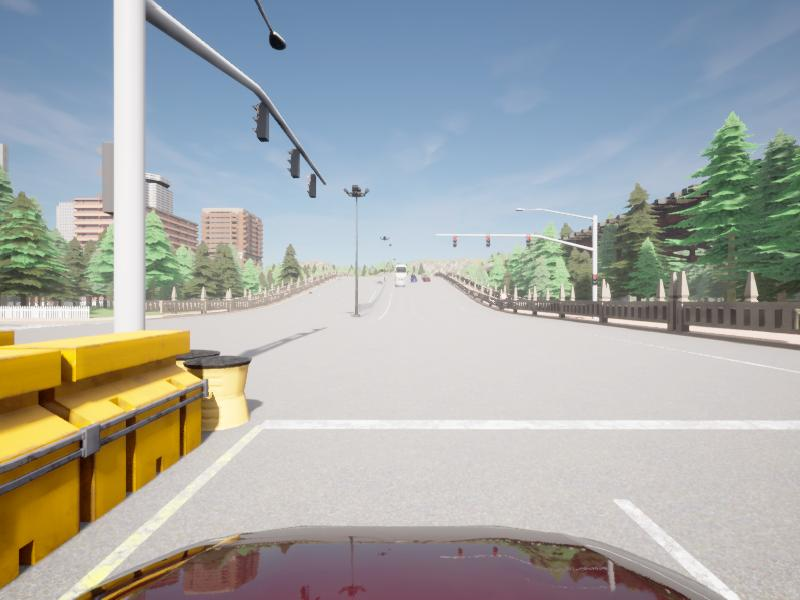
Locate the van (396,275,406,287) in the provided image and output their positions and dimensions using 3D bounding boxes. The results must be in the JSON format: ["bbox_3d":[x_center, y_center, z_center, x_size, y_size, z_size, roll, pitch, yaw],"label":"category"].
[{"bbox_3d":[0.259,-4.704,97.465,2.351,2.431,6.366,0,7,0],"label":"van"}]

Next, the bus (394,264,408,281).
[{"bbox_3d":[0.244,-8.027,116.435,3.944,4.253,10.273,0,7,0],"label":"bus"}]
